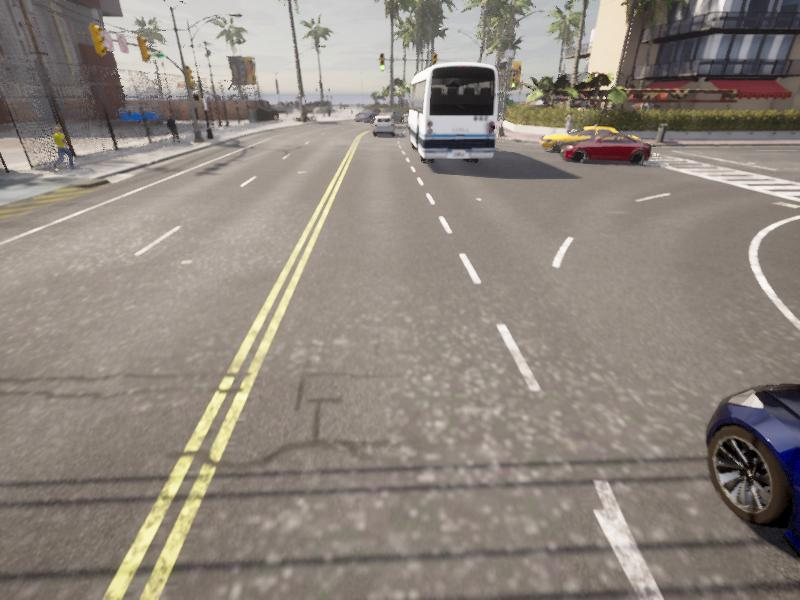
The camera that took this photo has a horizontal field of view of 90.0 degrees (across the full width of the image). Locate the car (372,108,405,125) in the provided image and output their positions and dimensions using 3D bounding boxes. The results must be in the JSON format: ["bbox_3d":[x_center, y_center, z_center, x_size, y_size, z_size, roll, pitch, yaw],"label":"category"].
[{"bbox_3d":[-1.318,-22.267,48.445,2.242,1.667,4.611,12,29,21],"label":"car"}]

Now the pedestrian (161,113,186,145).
[{"bbox_3d":[-14.698,-11.128,26.005,0.751,1.860,0.751,-2,27,-4],"label":"pedestrian"}]

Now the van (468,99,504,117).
[{"bbox_3d":[13.954,-31.119,64.859,5.915,2.561,1.988,-18,32,-31],"label":"van"}]

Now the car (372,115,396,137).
[{"bbox_3d":[-1.372,-15.226,34.864,1.970,1.475,3.806,-1,27,-1],"label":"car"}]

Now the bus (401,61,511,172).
[{"bbox_3d":[2.275,-9.999,21.588,3.944,4.253,10.273,-1,27,-2],"label":"bus"}]

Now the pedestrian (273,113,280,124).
[{"bbox_3d":[-14.177,-20.788,45.760,0.500,1.100,0.500,1,27,2],"label":"pedestrian"}]

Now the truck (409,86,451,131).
[{"bbox_3d":[3.242,-19.840,41.332,2.891,3.827,8.468,6,28,11],"label":"truck"}]

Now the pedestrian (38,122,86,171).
[{"bbox_3d":[-14.281,-6.507,16.955,0.751,1.860,0.751,-1,27,-3],"label":"pedestrian"}]

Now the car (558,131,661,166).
[{"bbox_3d":[10.488,-7.794,20.460,4.181,1.385,1.994,6,28,12],"label":"car"}]

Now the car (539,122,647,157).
[{"bbox_3d":[11.139,-9.512,23.597,5.366,1.575,1.801,8,28,14],"label":"car"}]

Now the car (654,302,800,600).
[{"bbox_3d":[3.650,1.774,1.582,2.163,1.488,4.792,0,27,0],"label":"car"}]

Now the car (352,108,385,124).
[{"bbox_3d":[-3.897,-23.438,50.780,2.033,1.649,4.856,12,29,23],"label":"car"}]

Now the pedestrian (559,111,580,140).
[{"bbox_3d":[12.343,-12.703,29.149,0.751,1.860,0.751,-10,29,-19],"label":"pedestrian"}]
